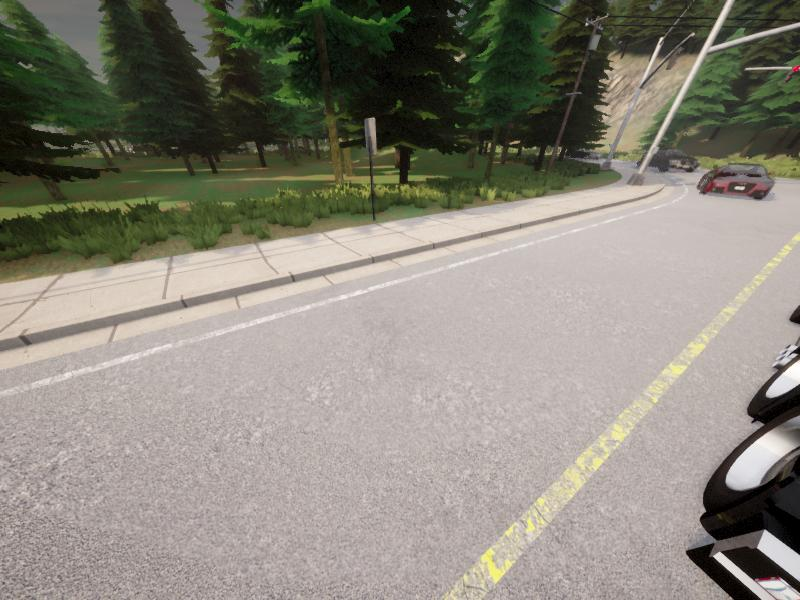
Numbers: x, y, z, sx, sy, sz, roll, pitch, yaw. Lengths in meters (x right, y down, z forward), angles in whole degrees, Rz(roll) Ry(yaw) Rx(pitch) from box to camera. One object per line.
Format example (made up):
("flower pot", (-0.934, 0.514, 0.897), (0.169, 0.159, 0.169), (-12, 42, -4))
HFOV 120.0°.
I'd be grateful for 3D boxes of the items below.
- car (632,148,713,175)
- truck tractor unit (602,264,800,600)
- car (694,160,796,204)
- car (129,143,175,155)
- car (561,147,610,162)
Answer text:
("car", (24.103, -12.591, 20.832), (2.152, 1.651, 5.027), (7, 36, 10))
("truck tractor unit", (5.109, -0.302, 0.782), (6.516, 4.208, 3.053), (-18, 39, -24))
("car", (16.879, -6.062, 11.627), (1.994, 1.385, 4.181), (29, 44, 34))
("car", (-42.032, -25.781, 39.352), (5.008, 1.535, 1.882), (-19, 39, -26))
("car", (25.023, -19.870, 31.385), (2.128, 1.511, 4.902), (-6, 35, -9))
